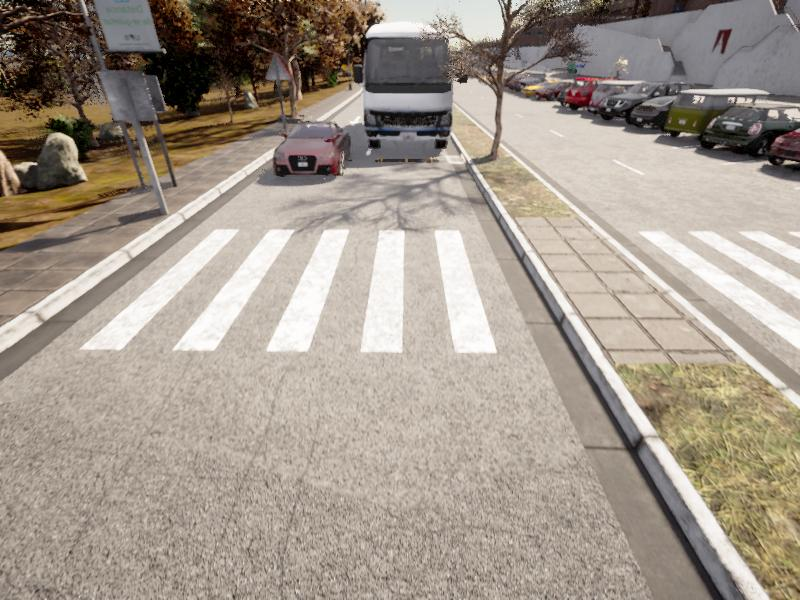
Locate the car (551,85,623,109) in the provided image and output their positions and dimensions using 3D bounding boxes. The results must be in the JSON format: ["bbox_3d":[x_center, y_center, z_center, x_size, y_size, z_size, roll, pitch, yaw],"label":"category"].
[{"bbox_3d":[14.351,-15.664,30.772,4.674,1.452,2.002,-10,32,-17],"label":"car"}]

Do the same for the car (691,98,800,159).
[{"bbox_3d":[14.132,-6.645,15.298,4.553,1.767,2.185,-10,32,-17],"label":"car"}]

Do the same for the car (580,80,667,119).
[{"bbox_3d":[14.184,-12.814,25.471,4.442,1.987,1.878,-10,33,-17],"label":"car"}]

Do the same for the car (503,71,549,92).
[{"bbox_3d":[14.445,-25.121,45.922,4.442,1.987,1.878,-10,33,-17],"label":"car"}]

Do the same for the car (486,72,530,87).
[{"bbox_3d":[14.474,-29.604,53.656,5.366,1.575,1.946,-10,33,-17],"label":"car"}]

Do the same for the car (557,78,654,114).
[{"bbox_3d":[14.352,-14.390,28.072,5.566,2.045,2.435,-10,32,-17],"label":"car"}]

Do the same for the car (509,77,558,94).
[{"bbox_3d":[14.513,-23.369,43.555,4.674,1.452,2.002,-10,33,-17],"label":"car"}]

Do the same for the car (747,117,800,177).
[{"bbox_3d":[14.122,-4.982,12.829,4.674,1.452,2.002,-10,32,-17],"label":"car"}]

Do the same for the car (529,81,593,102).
[{"bbox_3d":[14.392,-18.736,35.876,4.792,1.488,2.163,-10,33,-17],"label":"car"}]

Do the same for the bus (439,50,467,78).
[{"bbox_3d":[9.739,-44.258,75.008,3.944,4.253,10.273,0,31,1],"label":"bus"}]

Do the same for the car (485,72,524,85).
[{"bbox_3d":[14.707,-31.177,56.281,4.792,1.488,2.163,-10,33,-17],"label":"car"}]

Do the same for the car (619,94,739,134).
[{"bbox_3d":[14.219,-9.590,20.498,4.892,1.521,2.231,-10,32,-17],"label":"car"}]

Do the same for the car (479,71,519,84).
[{"bbox_3d":[14.540,-32.730,58.738,5.366,1.575,1.946,-10,33,-17],"label":"car"}]

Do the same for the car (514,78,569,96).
[{"bbox_3d":[14.512,-21.833,41.010,4.792,1.488,2.163,-10,33,-17],"label":"car"}]

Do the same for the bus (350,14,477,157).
[{"bbox_3d":[0.465,-9.649,17.914,3.944,4.253,10.273,0,31,1],"label":"bus"}]

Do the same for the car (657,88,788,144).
[{"bbox_3d":[14.304,-8.280,17.855,4.442,1.987,1.878,-10,32,-17],"label":"car"}]

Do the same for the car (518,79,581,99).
[{"bbox_3d":[14.280,-20.278,38.366,5.366,1.575,1.946,-10,33,-17],"label":"car"}]

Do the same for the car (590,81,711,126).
[{"bbox_3d":[14.235,-11.324,22.920,5.566,2.045,2.435,-10,33,-17],"label":"car"}]

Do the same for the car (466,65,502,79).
[{"bbox_3d":[14.906,-40.758,71.397,5.566,2.045,2.435,-10,33,-17],"label":"car"}]

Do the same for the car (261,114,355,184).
[{"bbox_3d":[-2.725,-5.001,12.925,1.994,1.385,4.181,0,31,1],"label":"car"}]

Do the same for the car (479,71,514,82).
[{"bbox_3d":[14.742,-34.284,61.359,4.674,1.452,2.002,-10,33,-17],"label":"car"}]

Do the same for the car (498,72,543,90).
[{"bbox_3d":[14.556,-26.615,48.556,4.553,1.767,2.185,-10,33,-17],"label":"car"}]
